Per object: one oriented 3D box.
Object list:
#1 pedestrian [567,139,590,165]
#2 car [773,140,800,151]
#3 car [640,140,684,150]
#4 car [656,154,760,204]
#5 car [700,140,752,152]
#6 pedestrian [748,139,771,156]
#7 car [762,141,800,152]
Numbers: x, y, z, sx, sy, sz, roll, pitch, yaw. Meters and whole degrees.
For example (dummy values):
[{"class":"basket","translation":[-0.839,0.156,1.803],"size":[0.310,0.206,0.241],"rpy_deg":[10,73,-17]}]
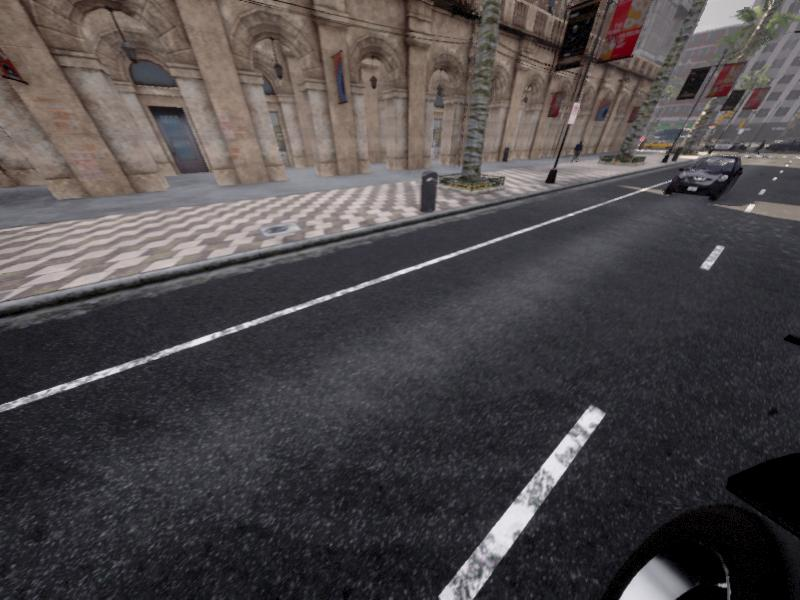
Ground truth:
[{"class":"pedestrian","translation":[15.734,-13.089,20.415],"size":[0.751,1.860,0.751],"rpy_deg":[-22,41,-28]},{"class":"car","translation":[67.728,-27.072,40.421],"size":[3.633,1.501,1.845],"rpy_deg":[-22,41,-28]},{"class":"car","translation":[50.859,-30.250,45.013],"size":[1.801,1.575,5.366],"rpy_deg":[-22,41,-28]},{"class":"car","translation":[13.616,-5.479,10.240],"size":[3.633,1.501,1.845],"rpy_deg":[-22,41,-28]},{"class":"car","translation":[55.859,-26.477,39.668],"size":[2.038,1.542,4.974],"rpy_deg":[-26,43,-31]},{"class":"pedestrian","translation":[46.400,-19.715,29.831],"size":[0.751,1.860,0.751],"rpy_deg":[-29,44,-34]},{"class":"car","translation":[62.803,-24.391,36.776],"size":[5.357,1.411,2.033],"rpy_deg":[11,37,16]}]
